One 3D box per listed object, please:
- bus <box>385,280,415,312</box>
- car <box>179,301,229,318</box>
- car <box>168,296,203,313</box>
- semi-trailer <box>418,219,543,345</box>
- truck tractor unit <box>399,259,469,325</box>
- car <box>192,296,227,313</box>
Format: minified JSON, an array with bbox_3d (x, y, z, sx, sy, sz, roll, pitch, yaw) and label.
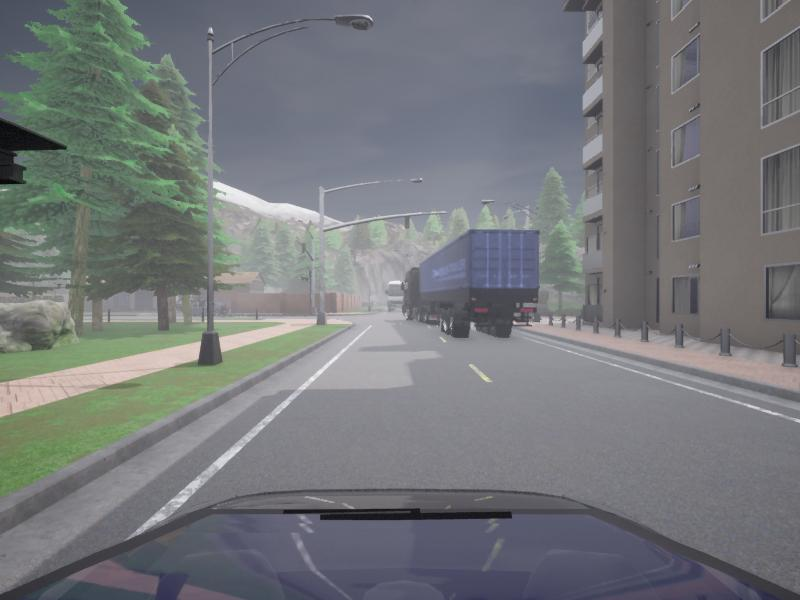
[{"bbox_3d":[0.035,-0.534,57.845,3.944,4.253,10.273,0,0,0],"label":"bus"},{"bbox_3d":[-17.678,0.813,36.276,3.633,1.501,1.845,0,0,-1],"label":"car"},{"bbox_3d":[-24.091,0.505,45.073,1.905,1.878,3.866,0,0,-1],"label":"car"},{"bbox_3d":[3.166,-0.618,21.214,2.717,4.402,14.254,0,0,-4],"label":"semi-trailer"},{"bbox_3d":[2.214,-0.527,29.045,3.053,4.208,6.516,0,0,-15],"label":"truck tractor unit"},{"bbox_3d":[-21.587,0.503,45.523,1.932,1.855,4.605,0,0,-1],"label":"car"}]
